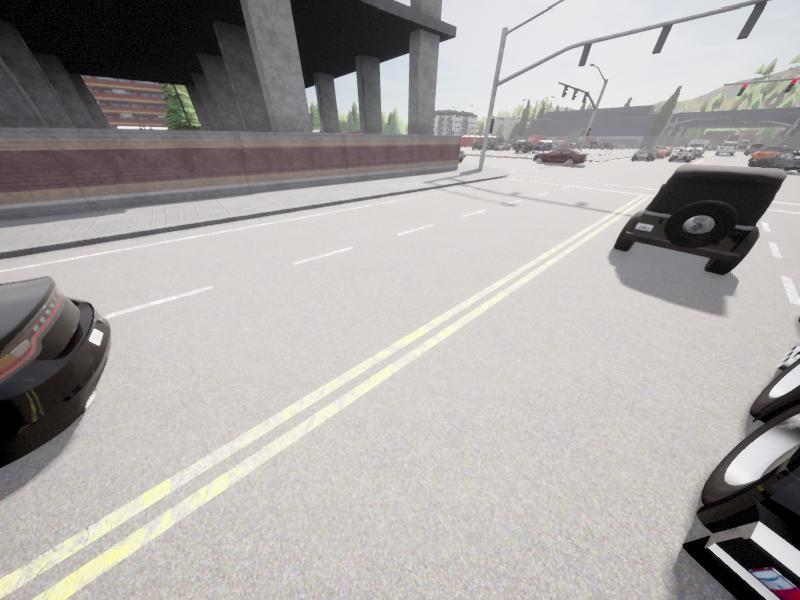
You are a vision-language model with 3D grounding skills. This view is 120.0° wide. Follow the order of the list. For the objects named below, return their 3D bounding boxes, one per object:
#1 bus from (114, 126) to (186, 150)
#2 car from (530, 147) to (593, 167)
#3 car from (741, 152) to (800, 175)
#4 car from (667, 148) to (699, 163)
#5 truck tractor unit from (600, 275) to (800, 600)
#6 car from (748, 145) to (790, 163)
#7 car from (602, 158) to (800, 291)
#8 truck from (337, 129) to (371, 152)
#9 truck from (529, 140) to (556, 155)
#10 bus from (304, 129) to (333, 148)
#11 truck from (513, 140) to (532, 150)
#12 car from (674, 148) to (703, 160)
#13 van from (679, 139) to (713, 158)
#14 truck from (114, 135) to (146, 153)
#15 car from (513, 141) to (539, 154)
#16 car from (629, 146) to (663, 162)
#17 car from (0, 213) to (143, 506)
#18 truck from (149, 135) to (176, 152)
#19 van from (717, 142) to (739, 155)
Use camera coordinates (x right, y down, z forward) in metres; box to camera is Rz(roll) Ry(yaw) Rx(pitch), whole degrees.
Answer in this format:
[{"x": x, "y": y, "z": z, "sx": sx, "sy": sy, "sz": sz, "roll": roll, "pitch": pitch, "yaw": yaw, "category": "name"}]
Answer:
[{"x": -57.488, "y": -37.597, "z": 53.739, "sx": 10.273, "sy": 4.253, "sz": 3.944, "roll": -25, "pitch": 42, "yaw": -32, "category": "bus"}, {"x": 17.087, "y": -15.343, "z": 24.713, "sx": 1.882, "sy": 1.535, "sz": 5.008, "roll": -26, "pitch": 43, "yaw": -32, "category": "car"}, {"x": 33.930, "y": -12.185, "z": 20.504, "sx": 2.033, "sy": 1.411, "sz": 5.357, "roll": 18, "pitch": 38, "yaw": 24, "category": "car"}, {"x": 37.159, "y": -19.040, "z": 30.301, "sx": 3.806, "sy": 1.475, "sz": 1.970, "roll": -26, "pitch": 42, "yaw": -32, "category": "car"}, {"x": 5.129, "y": -0.283, "z": 0.754, "sx": 6.516, "sy": 4.208, "sz": 3.053, "roll": -18, "pitch": 39, "yaw": -23, "category": "truck tractor unit"}, {"x": 47.494, "y": -18.884, "z": 29.883, "sx": 4.553, "sy": 1.767, "sz": 2.097, "roll": -26, "pitch": 43, "yaw": -32, "category": "car"}, {"x": 6.889, "y": -2.071, "z": 5.364, "sx": 3.866, "sy": 1.878, "sz": 1.905, "roll": -26, "pitch": 42, "yaw": -32, "category": "car"}, {"x": -9.943, "y": -34.540, "z": 50.014, "sx": 2.891, "sy": 3.827, "sz": 8.468, "roll": -26, "pitch": 43, "yaw": -32, "category": "truck"}, {"x": 25.098, "y": -26.835, "z": 40.599, "sx": 4.478, "sy": 2.038, "sz": 2.069, "roll": -26, "pitch": 42, "yaw": -32, "category": "truck"}, {"x": -24.002, "y": -47.180, "z": 67.650, "sx": 3.944, "sy": 4.253, "sz": 10.273, "roll": -22, "pitch": 41, "yaw": -29, "category": "bus"}, {"x": 32.324, "y": -40.968, "z": 60.926, "sx": 4.478, "sy": 2.038, "sz": 2.069, "roll": -26, "pitch": 42, "yaw": -32, "category": "truck"}, {"x": 42.651, "y": -21.629, "z": 34.153, "sx": 4.181, "sy": 1.385, "sz": 1.994, "roll": -26, "pitch": 42, "yaw": -32, "category": "car"}, {"x": 49.342, "y": -25.272, "z": 38.506, "sx": 6.366, "sy": 2.431, "sz": 2.351, "roll": -26, "pitch": 42, "yaw": -32, "category": "van"}, {"x": -47.495, "y": -27.630, "z": 40.809, "sx": 2.615, "sy": 2.467, "sz": 5.204, "roll": -26, "pitch": 42, "yaw": -32, "category": "truck"}, {"x": 23.183, "y": -28.007, "z": 42.430, "sx": 4.605, "sy": 1.855, "sz": 1.932, "roll": -26, "pitch": 42, "yaw": -32, "category": "car"}, {"x": 33.704, "y": -20.064, "z": 31.614, "sx": 4.856, "sy": 1.649, "sz": 2.033, "roll": -26, "pitch": 42, "yaw": -32, "category": "car"}, {"x": -5.084, "y": 1.151, "z": 0.868, "sx": 5.238, "sy": 1.638, "sz": 1.930, "roll": -26, "pitch": 42, "yaw": -32, "category": "car"}, {"x": -44.195, "y": -29.204, "z": 43.093, "sx": 2.615, "sy": 2.467, "sz": 5.204, "roll": -26, "pitch": 42, "yaw": -32, "category": "truck"}, {"x": 66.771, "y": -30.829, "z": 46.997, "sx": 4.442, "sy": 1.987, "sz": 1.775, "roll": -26, "pitch": 42, "yaw": -32, "category": "van"}]
